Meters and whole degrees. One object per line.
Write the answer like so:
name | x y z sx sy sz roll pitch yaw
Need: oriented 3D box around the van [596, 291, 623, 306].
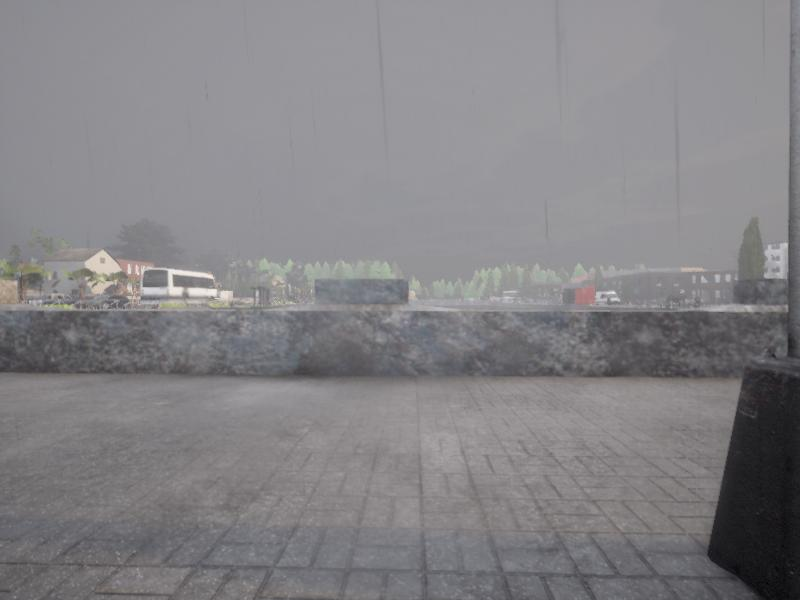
van | 37.600 -0.276 72.060 1.988 2.561 5.915 0 0 2

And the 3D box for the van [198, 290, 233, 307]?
van | -28.479 -0.254 61.947 2.351 2.431 6.366 0 0 2

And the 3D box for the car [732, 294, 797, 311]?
car | 36.544 0.226 40.335 1.801 1.575 5.366 0 0 2

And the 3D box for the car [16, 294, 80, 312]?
car | -29.438 0.227 33.589 1.970 1.475 3.806 0 0 2

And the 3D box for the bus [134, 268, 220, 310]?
bus | -25.128 -1.157 46.133 3.944 4.253 10.273 0 0 2

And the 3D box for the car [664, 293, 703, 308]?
car | 36.944 0.080 52.328 1.932 1.855 4.605 0 -1 2

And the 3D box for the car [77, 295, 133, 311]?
car | -29.225 0.215 39.834 1.837 1.490 4.892 0 1 2
